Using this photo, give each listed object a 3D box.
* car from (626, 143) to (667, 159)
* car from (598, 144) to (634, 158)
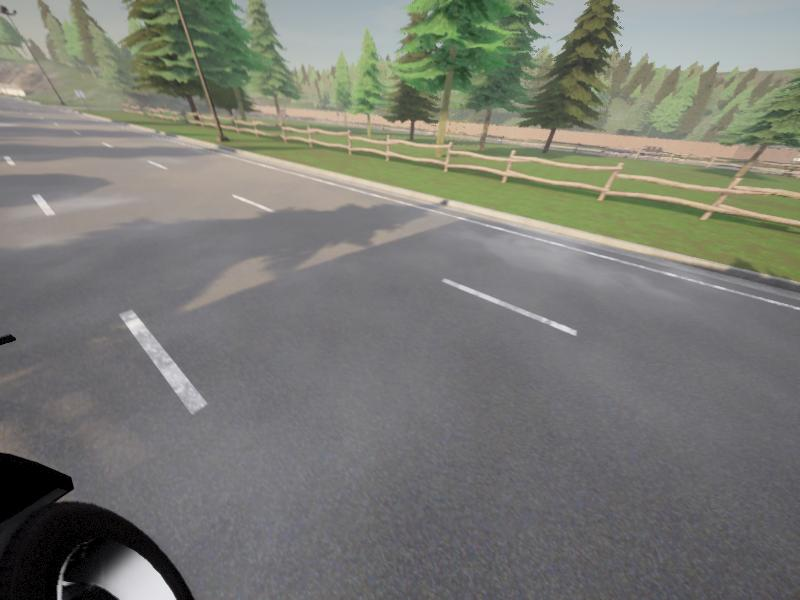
[{"bbox_3d":[44.510,-26.997,41.857,4.605,1.855,1.932,26,42,25],"label":"car"},{"bbox_3d":[36.629,-25.356,39.273,4.181,1.385,1.994,26,42,25],"label":"car"}]
